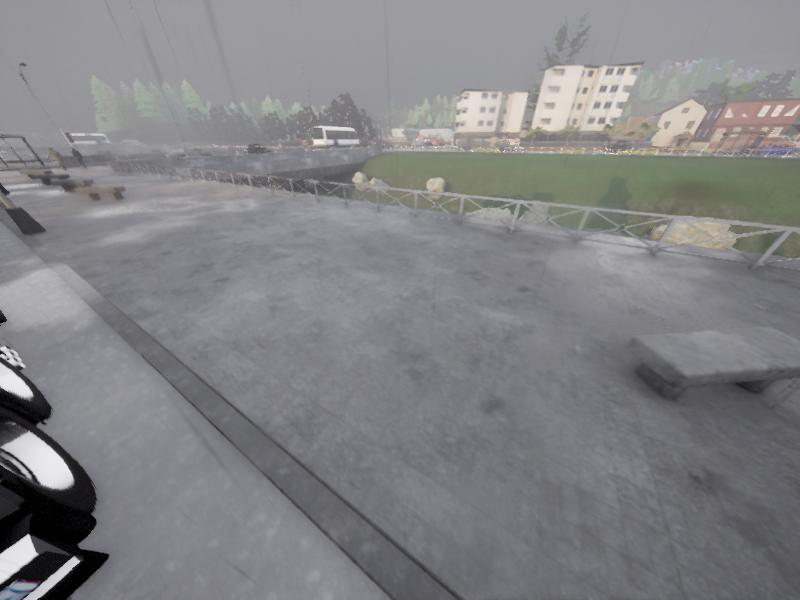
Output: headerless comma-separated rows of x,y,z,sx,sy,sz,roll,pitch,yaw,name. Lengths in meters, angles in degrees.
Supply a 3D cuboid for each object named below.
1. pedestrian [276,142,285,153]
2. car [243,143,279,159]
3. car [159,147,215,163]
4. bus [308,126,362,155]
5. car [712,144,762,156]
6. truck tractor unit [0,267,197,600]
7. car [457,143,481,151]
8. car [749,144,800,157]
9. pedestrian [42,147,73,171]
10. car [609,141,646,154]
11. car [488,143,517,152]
-23.546,-30.045,45.496,0.751,1.860,0.751,18,39,24,pedestrian
-20.762,-22.367,34.643,1.905,1.878,3.866,18,39,24,car
-28.178,-19.385,30.762,2.128,1.511,4.902,19,39,25,car
-12.447,-31.700,45.901,3.944,4.253,10.273,18,39,25,bus
52.564,-23.576,36.156,3.806,1.475,1.970,18,39,25,car
-5.117,-0.295,0.771,6.516,4.208,3.053,18,39,24,truck tractor unit
16.056,-35.588,53.641,4.892,1.490,1.837,19,39,25,car
52.930,-20.842,32.156,4.193,1.474,1.816,18,39,25,car
-31.121,-12.823,21.020,0.751,1.860,0.751,22,41,29,pedestrian
38.330,-25.829,39.082,3.866,1.878,1.905,18,39,25,car
22.420,-33.525,50.710,5.357,1.411,2.033,18,39,25,car
